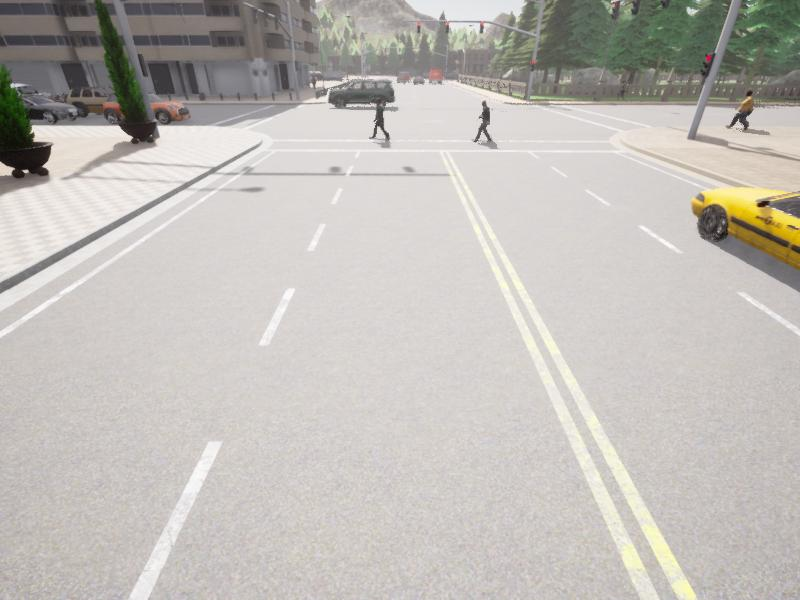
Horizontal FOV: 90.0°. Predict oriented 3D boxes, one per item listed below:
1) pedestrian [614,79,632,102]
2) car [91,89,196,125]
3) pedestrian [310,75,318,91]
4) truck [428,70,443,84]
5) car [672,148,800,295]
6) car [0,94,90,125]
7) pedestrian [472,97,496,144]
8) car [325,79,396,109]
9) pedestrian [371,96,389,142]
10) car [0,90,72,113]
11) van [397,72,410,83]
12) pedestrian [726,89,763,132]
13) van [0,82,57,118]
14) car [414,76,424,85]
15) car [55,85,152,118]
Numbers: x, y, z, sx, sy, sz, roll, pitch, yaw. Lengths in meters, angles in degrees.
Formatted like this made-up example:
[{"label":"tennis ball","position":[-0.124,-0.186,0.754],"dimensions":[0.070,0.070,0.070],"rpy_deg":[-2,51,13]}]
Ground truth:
[{"label":"pedestrian","position":[19.991,-18.827,35.959],"dimensions":[0.751,1.860,0.751],"rpy_deg":[1,30,1]},{"label":"car","position":[-15.244,-11.632,24.052],"dimensions":[4.553,1.767,2.097],"rpy_deg":[0,30,1]},{"label":"pedestrian","position":[-11.631,-29.367,54.116],"dimensions":[0.751,1.860,0.751],"rpy_deg":[-4,31,-7]},{"label":"truck","position":[7.238,-45.666,81.774],"dimensions":[2.627,2.467,5.204],"rpy_deg":[0,30,0]},{"label":"car","position":[7.035,-1.096,6.329],"dimensions":[1.801,1.575,5.366],"rpy_deg":[0,30,0]},{"label":"car","position":[-22.194,-11.546,24.185],"dimensions":[4.902,1.511,2.128],"rpy_deg":[0,30,0]},{"label":"pedestrian","position":[3.724,-7.975,17.784],"dimensions":[0.751,1.860,0.751],"rpy_deg":[0,30,0]},{"label":"car","position":[-3.109,-16.984,32.994],"dimensions":[5.566,2.045,2.150],"rpy_deg":[0,30,0]},{"label":"pedestrian","position":[-0.884,-8.193,18.136],"dimensions":[0.751,1.860,0.751],"rpy_deg":[1,30,1]},{"label":"car","position":[-28.122,-15.071,30.288],"dimensions":[4.674,1.442,1.812],"rpy_deg":[0,30,0]},{"label":"van","position":[0.711,-49.247,88.394],"dimensions":[1.775,1.987,4.442],"rpy_deg":[8,31,14]},{"label":"pedestrian","position":[16.993,-9.375,19.770],"dimensions":[0.751,1.860,0.751],"rpy_deg":[17,34,26]},{"label":"van","position":[-26.712,-13.558,27.106],"dimensions":[4.480,2.038,2.069],"rpy_deg":[0,30,0]},{"label":"car","position":[3.724,-43.449,79.077],"dimensions":[1.994,1.385,4.181],"rpy_deg":[0,30,1]},{"label":"car","position":[-19.923,-13.461,27.100],"dimensions":[4.605,1.855,1.932],"rpy_deg":[0,30,0]}]
